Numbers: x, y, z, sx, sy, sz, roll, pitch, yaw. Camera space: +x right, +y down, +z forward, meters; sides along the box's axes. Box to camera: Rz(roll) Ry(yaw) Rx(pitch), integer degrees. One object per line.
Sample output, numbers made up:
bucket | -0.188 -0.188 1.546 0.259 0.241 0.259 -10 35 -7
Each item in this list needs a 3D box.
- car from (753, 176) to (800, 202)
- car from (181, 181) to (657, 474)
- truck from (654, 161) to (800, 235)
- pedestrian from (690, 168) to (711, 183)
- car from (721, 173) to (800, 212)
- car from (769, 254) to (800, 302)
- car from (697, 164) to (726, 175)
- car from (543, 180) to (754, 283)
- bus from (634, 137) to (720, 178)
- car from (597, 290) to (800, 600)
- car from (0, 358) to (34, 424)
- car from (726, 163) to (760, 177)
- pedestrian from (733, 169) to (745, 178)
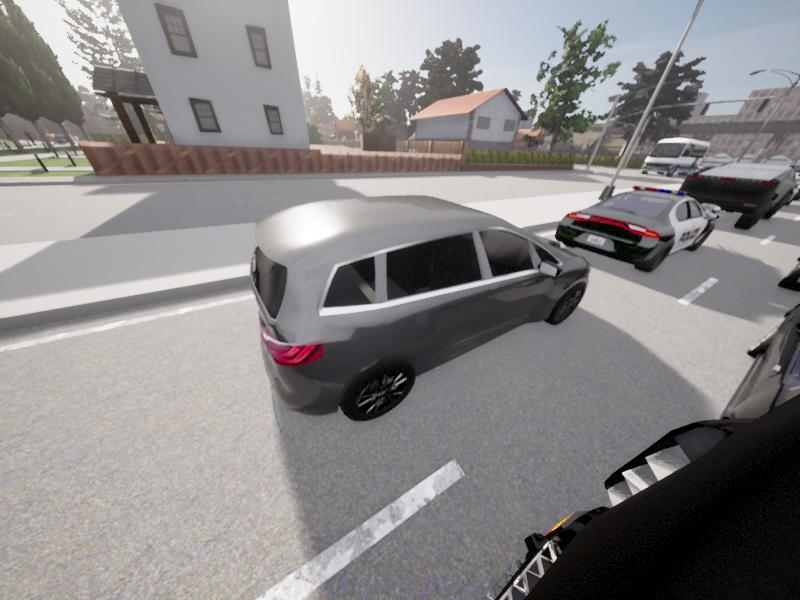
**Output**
car | 28.656 -8.317 17.083 4.718 1.301 1.895 -16 38 -25
car | 0.589 -0.475 3.123 4.611 1.667 2.242 -16 38 -26
truck | 14.113 -4.503 9.675 6.274 2.098 2.390 -16 38 -25
pedestrian | 32.767 -13.576 25.178 0.751 1.300 0.751 -13 37 -22
car | 21.743 -6.444 13.601 4.974 1.542 2.038 -16 38 -25
car | 9.828 -0.921 4.301 4.553 1.767 2.097 -16 38 -25
car | 56.077 -23.518 41.584 4.181 1.385 1.994 -16 38 -25
car | 6.500 -2.102 6.081 4.974 1.542 2.038 -16 38 -25
bus | 37.974 -19.454 31.717 10.273 4.253 3.944 -15 38 -26
car | 3.825 0.995 1.480 4.718 1.301 1.895 -16 38 -25
car | -5.563 1.317 0.115 5.366 1.575 1.801 -16 38 -25
car | 57.912 -21.967 39.029 4.553 1.767 2.097 -16 38 -25
pedestrian | 49.979 -18.609 34.048 0.500 1.100 0.500 -12 37 -21
